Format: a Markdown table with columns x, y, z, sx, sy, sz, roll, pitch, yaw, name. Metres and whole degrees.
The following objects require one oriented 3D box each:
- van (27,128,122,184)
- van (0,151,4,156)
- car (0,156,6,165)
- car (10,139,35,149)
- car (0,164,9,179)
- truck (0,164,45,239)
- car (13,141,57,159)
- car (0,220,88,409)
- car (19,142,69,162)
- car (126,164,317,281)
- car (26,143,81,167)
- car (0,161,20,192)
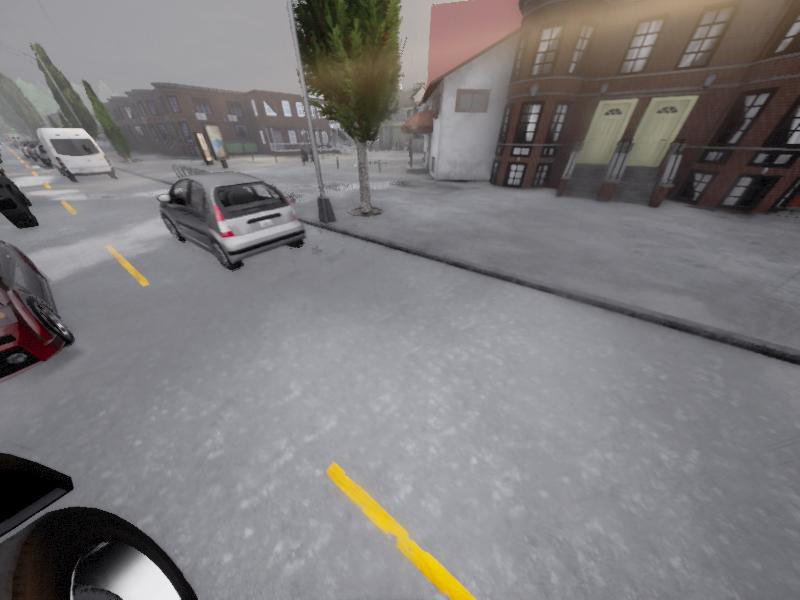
| x | y | z | sx | sy | sz | roll | pitch | yaw | name |
| --- | --- | --- | --- | --- | --- | --- | --- | --- | --- |
| -20.312 | -9.077 | 14.424 | 5.915 | 2.561 | 1.988 | 22 | 41 | 28 | van |
| -54.075 | -20.092 | 29.744 | 5.915 | 2.561 | 1.988 | 22 | 41 | 28 | van |
| -39.363 | -13.797 | 21.537 | 4.605 | 1.855 | 1.932 | 23 | 41 | 28 | car |
| -80.547 | -33.216 | 49.235 | 5.027 | 1.651 | 2.152 | 22 | 41 | 28 | car |
| -27.680 | -8.899 | 14.947 | 5.366 | 1.575 | 1.801 | 22 | 41 | 28 | car |
| -13.413 | -3.328 | 6.701 | 6.274 | 2.098 | 2.390 | 23 | 41 | 28 | truck |
| -44.462 | -18.392 | 28.202 | 4.611 | 1.667 | 2.242 | 24 | 41 | 29 | car |
| -5.970 | 0.033 | 2.655 | 4.181 | 1.385 | 1.994 | 22 | 40 | 28 | car |
| -38.565 | -16.106 | 25.006 | 4.611 | 1.667 | 2.242 | 23 | 41 | 29 | car |
| -4.200 | -2.131 | 5.507 | 3.988 | 1.617 | 1.851 | 22 | 41 | 28 | car |
| -32.420 | -13.661 | 21.624 | 4.856 | 1.649 | 2.033 | 22 | 41 | 28 | car |
| -21.467 | -6.375 | 11.473 | 4.902 | 1.511 | 2.128 | 23 | 41 | 28 | car |
